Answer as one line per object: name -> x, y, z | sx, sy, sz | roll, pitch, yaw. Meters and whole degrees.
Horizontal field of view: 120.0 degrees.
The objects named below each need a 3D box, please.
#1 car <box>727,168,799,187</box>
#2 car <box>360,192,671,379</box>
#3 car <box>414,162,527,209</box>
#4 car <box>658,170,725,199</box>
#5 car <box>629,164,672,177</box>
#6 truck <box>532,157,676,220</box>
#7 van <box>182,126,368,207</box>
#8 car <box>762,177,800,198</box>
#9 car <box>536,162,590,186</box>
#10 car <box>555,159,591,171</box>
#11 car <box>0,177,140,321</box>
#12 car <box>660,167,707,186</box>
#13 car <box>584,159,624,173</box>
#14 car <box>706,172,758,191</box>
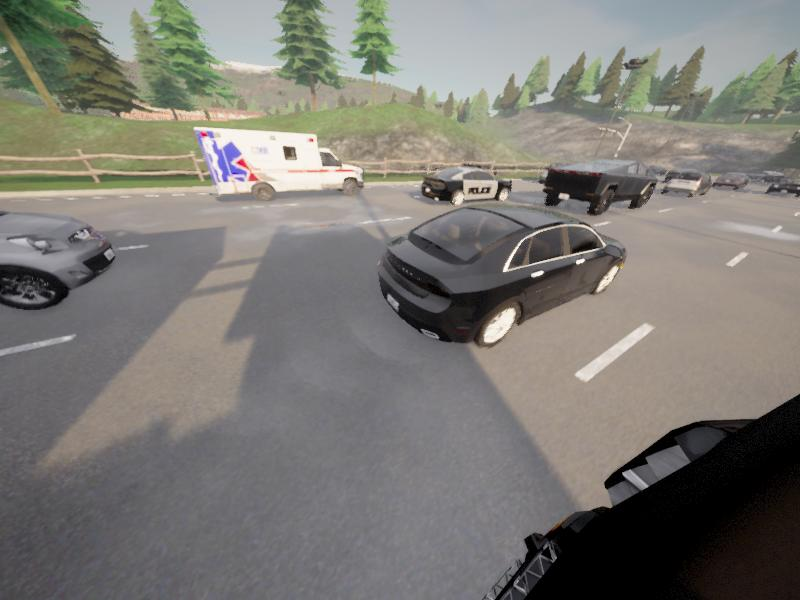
car -> 48.633, -16.648, 31.201 | 1.930, 1.638, 5.238 | 8, 34, 6
car -> 2.006, -0.778, 3.916 | 4.892, 1.490, 1.837 | -16, 38, -26
car -> 3.472, -5.734, 11.356 | 5.238, 1.638, 1.930 | -16, 38, -26
car -> 21.657, -8.683, 17.202 | 3.988, 1.617, 1.851 | -16, 38, -26
car -> 40.842, -21.246, 37.779 | 1.994, 1.385, 4.181 | -6, 35, -14
truck -> 9.735, -5.489, 11.048 | 6.274, 2.098, 2.390 | -16, 38, -25
van -> -4.861, -5.910, 10.278 | 6.366, 2.431, 2.351 | -16, 38, -26
car -> 34.952, -10.137, 20.679 | 4.718, 1.301, 1.895 | -16, 38, -26
car -> 14.196, -11.025, 20.163 | 3.988, 1.617, 1.851 | -16, 38, -26
car -> 30.184, -23.649, 40.446 | 2.007, 1.525, 4.514 | -27, 44, -37
car -> -6.504, -0.593, 2.965 | 3.633, 1.501, 1.845 | -16, 38, -26
car -> 31.436, -13.742, 25.619 | 5.008, 1.535, 1.882 | -17, 38, -27
car -> 35.316, -23.321, 40.097 | 2.097, 1.767, 4.553 | -22, 41, -32
car -> 33.790, -12.123, 23.492 | 5.357, 1.411, 2.033 | -17, 38, -27
